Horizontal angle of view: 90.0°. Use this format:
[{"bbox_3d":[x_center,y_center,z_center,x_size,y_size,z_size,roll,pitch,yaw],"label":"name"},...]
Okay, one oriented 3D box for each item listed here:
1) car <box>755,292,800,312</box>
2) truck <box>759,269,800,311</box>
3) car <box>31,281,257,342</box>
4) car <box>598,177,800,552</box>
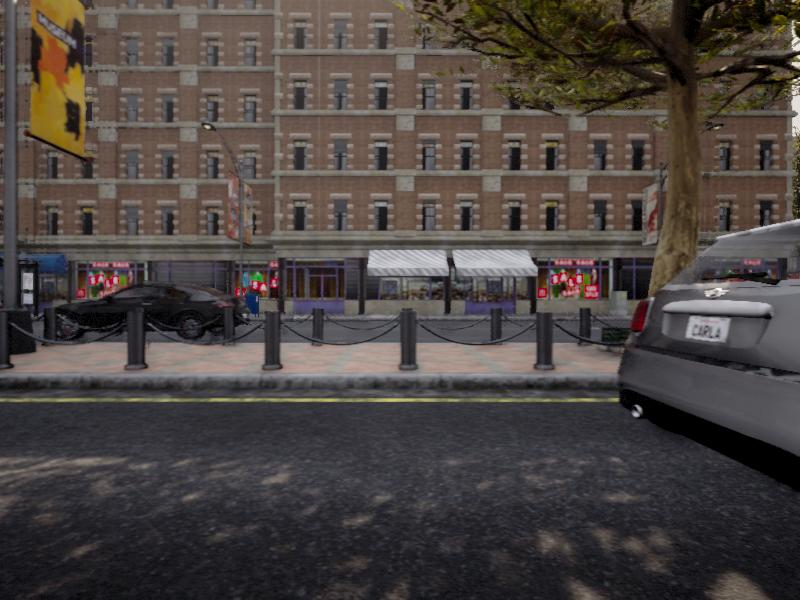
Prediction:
[{"bbox_3d":[34.768,0.180,35.413,1.930,1.638,5.238,0,0,-1],"label":"car"},{"bbox_3d":[38.257,-0.910,36.781,2.891,3.827,8.468,0,0,0],"label":"truck"},{"bbox_3d":[-6.391,0.268,10.448,4.674,1.442,1.812,0,0,-3],"label":"car"},{"bbox_3d":[3.481,0.254,2.202,3.806,1.475,1.970,0,0,0],"label":"car"}]
